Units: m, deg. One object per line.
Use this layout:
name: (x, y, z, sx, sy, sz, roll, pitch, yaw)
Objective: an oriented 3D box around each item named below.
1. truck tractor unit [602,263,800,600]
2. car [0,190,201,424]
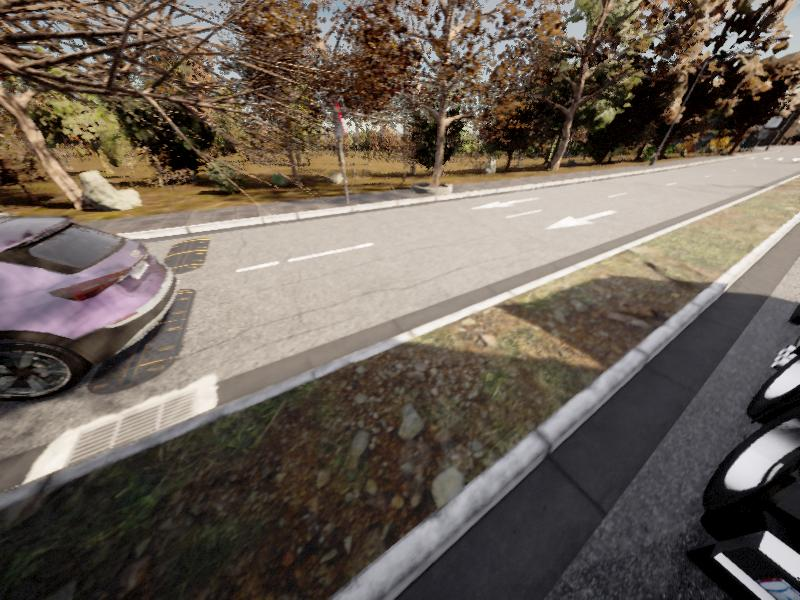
truck tractor unit: (5.111, -0.300, 0.789, 6.516, 4.208, 3.053, -18, 39, -24)
car: (-5.261, 0.314, 2.060, 4.856, 1.649, 2.033, -18, 39, -24)
